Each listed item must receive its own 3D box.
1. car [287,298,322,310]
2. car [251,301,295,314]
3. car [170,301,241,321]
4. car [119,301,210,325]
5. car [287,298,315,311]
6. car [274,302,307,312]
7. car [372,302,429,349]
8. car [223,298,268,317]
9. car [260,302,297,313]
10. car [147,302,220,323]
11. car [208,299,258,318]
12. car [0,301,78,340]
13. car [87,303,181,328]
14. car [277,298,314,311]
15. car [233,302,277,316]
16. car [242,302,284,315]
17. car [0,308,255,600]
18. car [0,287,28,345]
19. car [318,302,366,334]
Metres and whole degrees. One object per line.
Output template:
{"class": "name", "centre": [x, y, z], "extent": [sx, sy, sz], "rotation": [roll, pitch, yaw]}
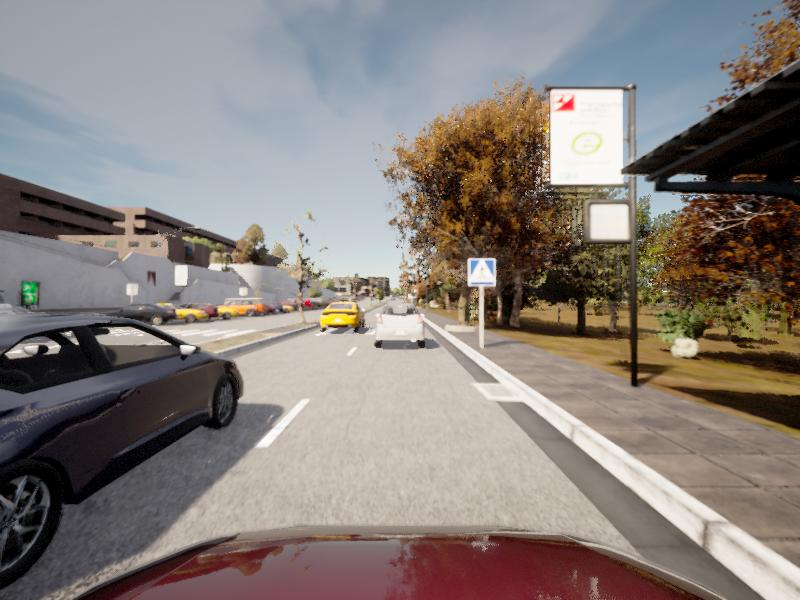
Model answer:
{"class": "car", "centre": [-16.827, 0.658, 70.431], "extent": [5.566, 2.045, 2.435], "rotation": [-1, 0, -20]}
{"class": "car", "centre": [-16.690, 1.002, 52.581], "extent": [5.366, 1.575, 1.946], "rotation": [-1, 0, -20]}
{"class": "car", "centre": [-16.702, 0.945, 34.670], "extent": [5.366, 1.575, 1.946], "rotation": [-1, -1, -20]}
{"class": "car", "centre": [-16.707, 0.904, 28.704], "extent": [5.366, 1.575, 1.946], "rotation": [-1, -1, -20]}
{"class": "car", "centre": [-16.746, 0.706, 67.478], "extent": [4.442, 1.987, 1.878], "rotation": [-1, 0, -20]}
{"class": "car", "centre": [-16.852, 1.014, 61.466], "extent": [4.674, 1.452, 2.002], "rotation": [-1, 1, -20]}
{"class": "car", "centre": [0.003, 0.839, 14.779], "extent": [1.845, 1.501, 3.633], "rotation": [0, 0, 0]}
{"class": "car", "centre": [-16.764, 0.773, 43.608], "extent": [4.442, 1.987, 1.878], "rotation": [-1, -1, -20]}
{"class": "car", "centre": [-16.832, 1.031, 55.509], "extent": [4.792, 1.488, 2.163], "rotation": [-1, 0, -20]}
{"class": "car", "centre": [-16.904, 0.960, 31.608], "extent": [4.792, 1.488, 2.163], "rotation": [-1, 0, -20]}
{"class": "car", "centre": [-16.844, 0.860, 40.581], "extent": [4.553, 1.767, 2.185], "rotation": [-1, 0, -20]}
{"class": "car", "centre": [-16.899, 0.857, 16.715], "extent": [4.892, 1.521, 2.231], "rotation": [-1, 0, -20]}
{"class": "car", "centre": [-16.878, 0.933, 25.655], "extent": [4.674, 1.452, 2.002], "rotation": [-1, 0, -20]}
{"class": "car", "centre": [-16.883, 0.705, 64.435], "extent": [5.566, 2.045, 2.435], "rotation": [-1, 1, -20]}
{"class": "car", "centre": [-16.862, 1.046, 46.540], "extent": [4.674, 1.452, 2.002], "rotation": [-1, 0, -20]}
{"class": "car", "centre": [-16.891, 1.041, 49.512], "extent": [4.792, 1.488, 2.163], "rotation": [-1, 0, -20]}
{"class": "car", "centre": [-2.999, 0.854, 3.670], "extent": [1.816, 1.474, 4.193], "rotation": [0, 0, 0]}
{"class": "car", "centre": [-16.921, 0.596, 13.714], "extent": [5.566, 2.045, 2.435], "rotation": [-1, 0, -20]}
{"class": "car", "centre": [-2.993, 0.859, 21.725], "extent": [1.882, 1.535, 5.008], "rotation": [0, 0, 0]}
